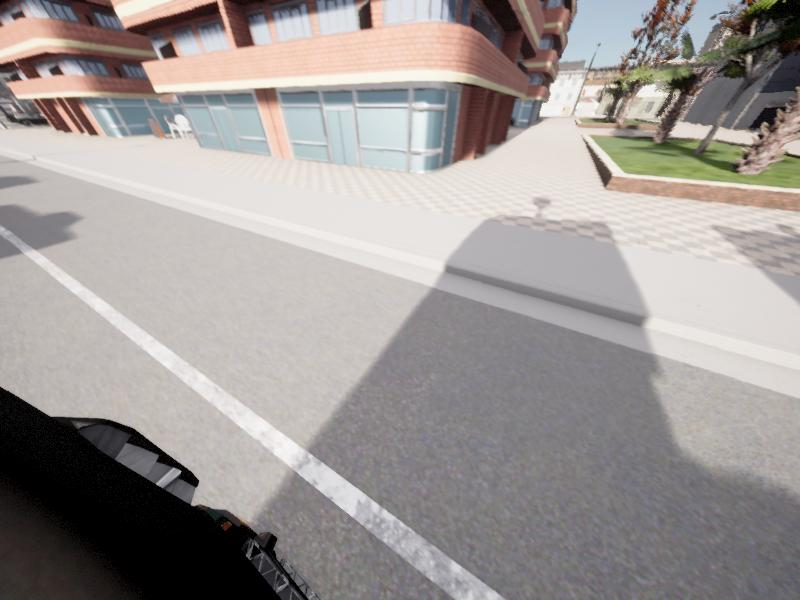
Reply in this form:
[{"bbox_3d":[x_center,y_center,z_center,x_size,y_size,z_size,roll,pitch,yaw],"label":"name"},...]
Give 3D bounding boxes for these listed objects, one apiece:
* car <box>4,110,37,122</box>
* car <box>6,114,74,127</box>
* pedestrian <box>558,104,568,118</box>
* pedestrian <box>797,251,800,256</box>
[{"bbox_3d":[-65.902,-31.970,40.140,3.806,1.475,1.970,19,43,22],"label":"car"},{"bbox_3d":[-48.443,-24.329,31.245,1.895,1.301,4.718,18,43,21],"label":"car"},{"bbox_3d":[27.205,-31.501,38.497,0.751,1.860,0.751,19,43,21],"label":"pedestrian"},{"bbox_3d":[6.949,-1.008,3.121,0.751,1.300,0.751,2,40,2],"label":"pedestrian"}]
